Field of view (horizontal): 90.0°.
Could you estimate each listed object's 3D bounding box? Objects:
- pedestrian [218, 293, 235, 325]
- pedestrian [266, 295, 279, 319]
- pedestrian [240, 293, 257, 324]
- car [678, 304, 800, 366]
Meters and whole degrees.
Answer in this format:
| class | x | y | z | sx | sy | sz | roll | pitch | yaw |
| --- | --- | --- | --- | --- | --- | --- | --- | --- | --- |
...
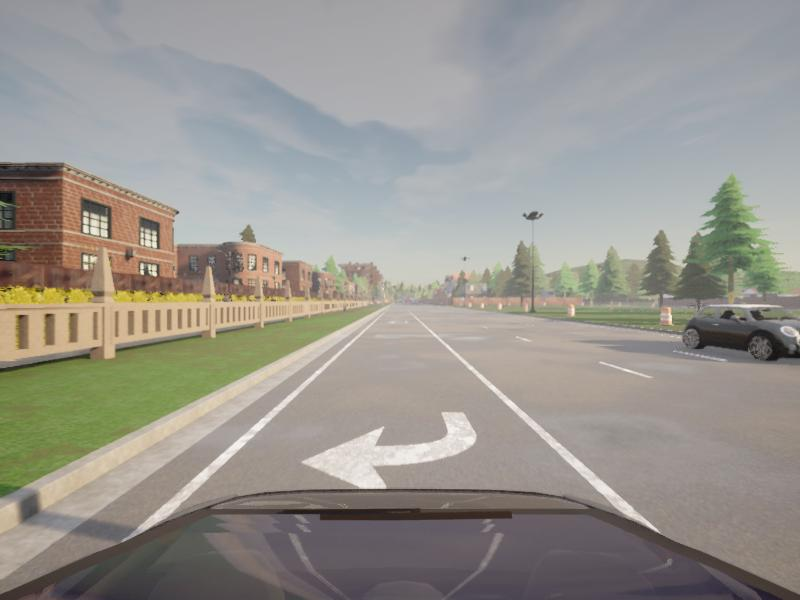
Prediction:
| class | x | y | z | sx | sy | sz | roll | pitch | yaw |
| --- | --- | --- | --- | --- | --- | --- | --- | --- | --- |
| pedestrian | -10.111 | 0.529 | 23.331 | 0.751 | 1.860 | 0.751 | 0 | 0 | -4 |
| pedestrian | -9.907 | 0.544 | 31.030 | 0.751 | 1.860 | 0.751 | 0 | 0 | -2 |
| pedestrian | -9.362 | 0.532 | 24.734 | 0.751 | 1.860 | 0.751 | 0 | 0 | -1 |
| car | 10.416 | 0.876 | 11.665 | 1.970 | 1.475 | 3.806 | 0 | 0 | 0 |
